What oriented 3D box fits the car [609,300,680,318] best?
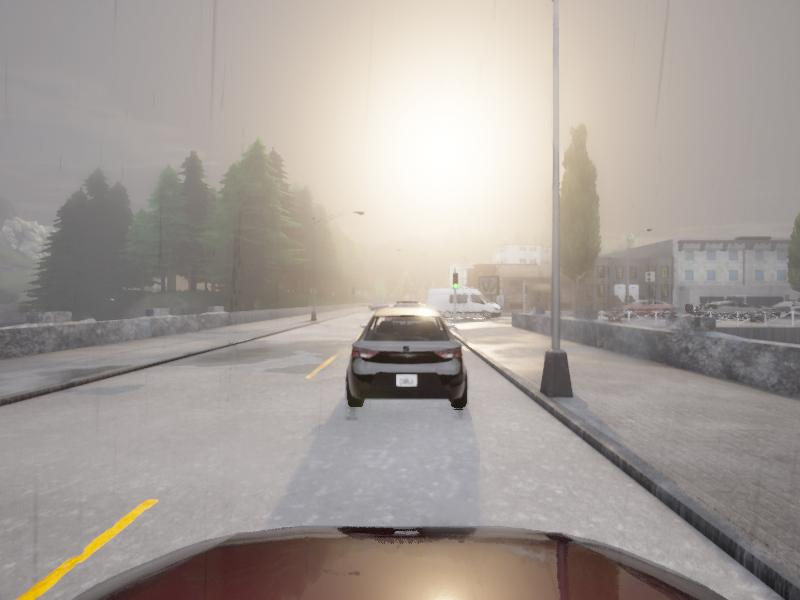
[{"bbox_3d":[21.854,0.783,35.963,5.027,1.651,2.152,0,0,1],"label":"car"}]

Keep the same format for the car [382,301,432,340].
[{"bbox_3d":[0.318,0.832,18.651,2.038,1.542,4.974,0,0,1],"label":"car"}]

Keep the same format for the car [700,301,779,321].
[{"bbox_3d":[26.941,0.831,31.879,4.514,1.525,2.007,0,0,1],"label":"car"}]

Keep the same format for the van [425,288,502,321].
[{"bbox_3d":[5.164,0.324,32.548,5.915,2.561,1.988,0,1,17],"label":"van"}]

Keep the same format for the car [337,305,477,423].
[{"bbox_3d":[0.123,0.855,7.311,1.816,1.474,4.193,0,0,1],"label":"car"}]

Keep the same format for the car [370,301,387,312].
[{"bbox_3d":[-3.032,0.856,56.970,2.163,1.488,4.792,0,0,1],"label":"car"}]

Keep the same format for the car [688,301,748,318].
[{"bbox_3d":[28.429,0.856,35.855,3.806,1.475,1.970,0,0,1],"label":"car"}]

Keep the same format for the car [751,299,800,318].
[{"bbox_3d":[34.874,0.774,35.749,5.238,1.638,1.930,0,0,1],"label":"car"}]
